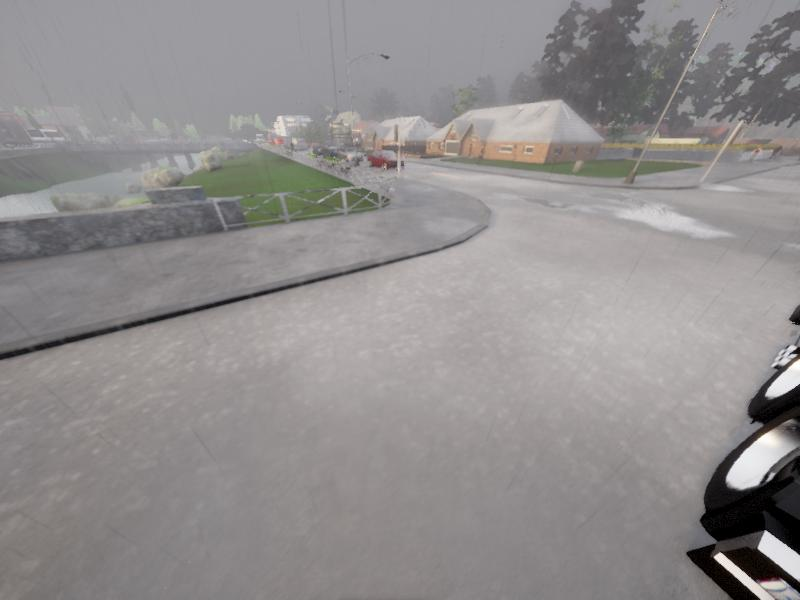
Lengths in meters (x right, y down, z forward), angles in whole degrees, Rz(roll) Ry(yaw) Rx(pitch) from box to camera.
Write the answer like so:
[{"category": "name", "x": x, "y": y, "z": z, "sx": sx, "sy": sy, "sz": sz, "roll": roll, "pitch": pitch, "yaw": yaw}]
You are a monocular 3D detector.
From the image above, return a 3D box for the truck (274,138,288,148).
[{"category": "truck", "x": -37.064, "y": -48.822, "z": 71.703, "sx": 2.627, "sy": 2.467, "sz": 5.204, "roll": -18, "pitch": 39, "yaw": -24}]

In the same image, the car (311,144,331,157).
[{"category": "car", "x": -12.845, "y": -24.359, "z": 37.511, "sx": 1.851, "sy": 1.617, "sz": 3.988, "roll": -18, "pitch": 39, "yaw": -24}]

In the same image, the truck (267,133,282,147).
[{"category": "truck", "x": -44.547, "y": -56.826, "z": 81.951, "sx": 2.891, "sy": 3.827, "sz": 8.468, "roll": -18, "pitch": 39, "yaw": -24}]

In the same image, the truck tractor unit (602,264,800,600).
[{"category": "truck tractor unit", "x": 5.109, "y": -0.302, "z": 0.788, "sx": 6.516, "sy": 4.208, "sz": 3.053, "roll": -18, "pitch": 39, "yaw": -24}]

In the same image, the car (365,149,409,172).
[{"category": "car", "x": -1.297, "y": -12.860, "z": 21.145, "sx": 1.882, "sy": 1.535, "sz": 5.008, "roll": -18, "pitch": 38, "yaw": -24}]

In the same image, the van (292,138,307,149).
[{"category": "van", "x": -29.311, "y": -45.667, "z": 67.271, "sx": 2.351, "sy": 2.431, "sz": 6.366, "roll": -18, "pitch": 39, "yaw": -24}]

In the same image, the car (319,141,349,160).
[{"category": "car", "x": -9.324, "y": -21.035, "z": 32.381, "sx": 2.150, "sy": 2.045, "sz": 5.566, "roll": -18, "pitch": 39, "yaw": -24}]

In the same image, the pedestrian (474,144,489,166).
[{"category": "pedestrian", "x": 7.999, "y": -14.327, "z": 22.836, "sx": 0.751, "sy": 1.860, "sz": 0.751, "roll": -18, "pitch": 39, "yaw": -25}]

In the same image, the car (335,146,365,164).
[{"category": "car", "x": -6.083, "y": -17.596, "z": 27.921, "sx": 2.007, "sy": 1.525, "sz": 4.514, "roll": -18, "pitch": 39, "yaw": -24}]
